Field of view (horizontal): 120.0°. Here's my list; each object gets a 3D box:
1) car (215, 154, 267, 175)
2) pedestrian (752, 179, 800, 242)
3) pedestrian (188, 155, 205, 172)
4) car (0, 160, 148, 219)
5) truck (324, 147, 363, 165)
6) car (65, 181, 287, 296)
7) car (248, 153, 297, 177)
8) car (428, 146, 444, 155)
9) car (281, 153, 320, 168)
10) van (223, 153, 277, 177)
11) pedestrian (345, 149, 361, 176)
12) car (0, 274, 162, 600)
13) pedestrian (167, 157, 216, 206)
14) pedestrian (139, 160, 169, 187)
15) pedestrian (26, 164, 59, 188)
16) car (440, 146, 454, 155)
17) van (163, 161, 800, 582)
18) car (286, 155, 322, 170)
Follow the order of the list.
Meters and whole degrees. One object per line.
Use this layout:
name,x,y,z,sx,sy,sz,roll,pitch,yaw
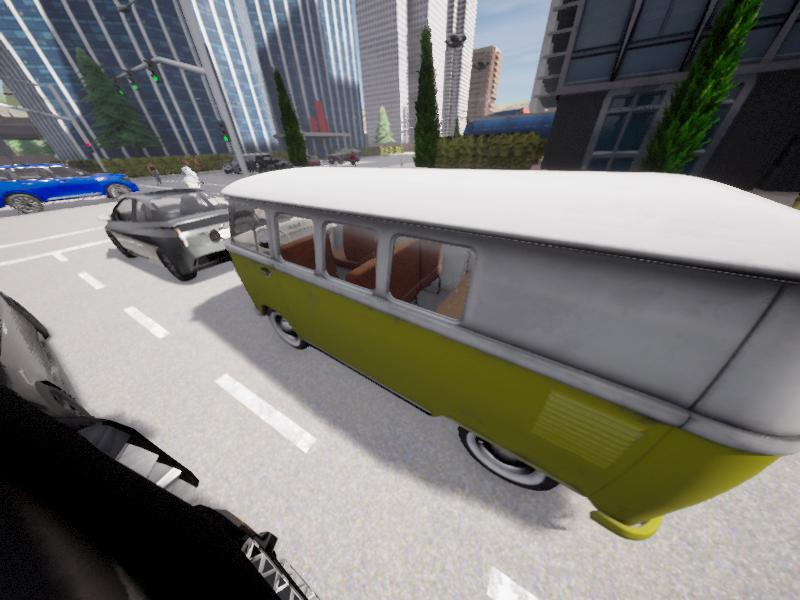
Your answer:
car,-19.188,-16.564,28.156,1.932,1.855,4.605,16,38,25
pedestrian,8.248,-1.847,4.778,0.500,1.100,0.500,18,39,28
pedestrian,-26.386,-17.678,29.987,0.751,1.860,0.751,16,38,25
car,-17.923,-6.031,12.189,2.150,2.045,5.566,16,38,25
truck,-8.889,-23.178,37.170,2.390,2.098,6.274,16,38,25
car,-5.247,-1.783,5.491,4.514,1.525,2.007,16,38,26
car,-13.459,-14.467,24.642,1.905,1.878,3.866,16,38,25
car,8.906,-37.114,57.233,2.242,1.667,4.611,16,38,25
car,-14.754,-20.961,34.668,2.152,1.651,5.027,16,38,25
van,-16.643,-15.233,25.908,1.775,1.987,4.442,16,38,25
pedestrian,-3.895,-11.497,19.296,0.751,1.860,0.751,14,37,23
car,-4.421,0.707,1.719,4.514,1.525,2.007,16,38,26
pedestrian,-9.456,-5.394,10.540,0.751,1.860,0.751,16,38,26
pedestrian,-20.064,-10.342,18.893,0.751,1.860,0.751,14,37,23
pedestrian,-33.431,-11.586,21.618,0.751,1.860,0.751,16,38,25
car,11.089,-35.347,54.495,1.851,1.617,3.988,16,38,25
van,-0.051,-0.251,2.452,4.442,1.987,1.775,19,39,29
car,-12.959,-18.758,31.393,1.816,1.474,4.193,16,38,25
